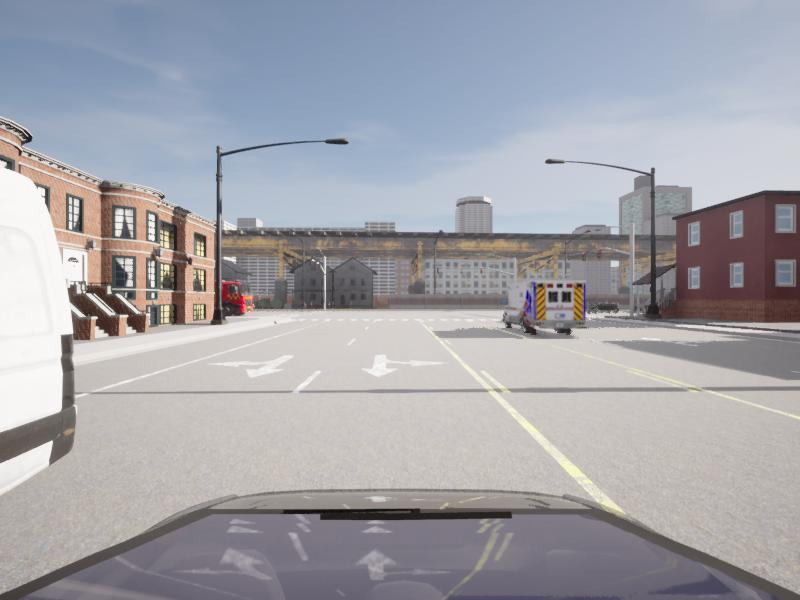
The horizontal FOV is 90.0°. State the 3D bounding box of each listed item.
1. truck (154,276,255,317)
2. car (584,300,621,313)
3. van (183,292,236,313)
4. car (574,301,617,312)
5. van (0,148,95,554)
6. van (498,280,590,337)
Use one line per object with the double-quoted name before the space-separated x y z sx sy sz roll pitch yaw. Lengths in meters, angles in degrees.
"truck" -19.040 -0.321 39.318 8.468 3.827 2.891 0 0 0
"car" 25.327 0.815 50.007 3.705 1.549 1.789 0 0 0
"van" -23.964 0.322 50.450 5.915 2.561 1.988 0 0 9
"car" 26.137 0.844 53.509 4.892 1.490 1.837 0 0 0
"van" -3.510 0.322 0.351 1.988 2.561 5.915 0 0 0
"van" 6.906 0.378 20.217 2.351 2.431 6.366 0 0 0
